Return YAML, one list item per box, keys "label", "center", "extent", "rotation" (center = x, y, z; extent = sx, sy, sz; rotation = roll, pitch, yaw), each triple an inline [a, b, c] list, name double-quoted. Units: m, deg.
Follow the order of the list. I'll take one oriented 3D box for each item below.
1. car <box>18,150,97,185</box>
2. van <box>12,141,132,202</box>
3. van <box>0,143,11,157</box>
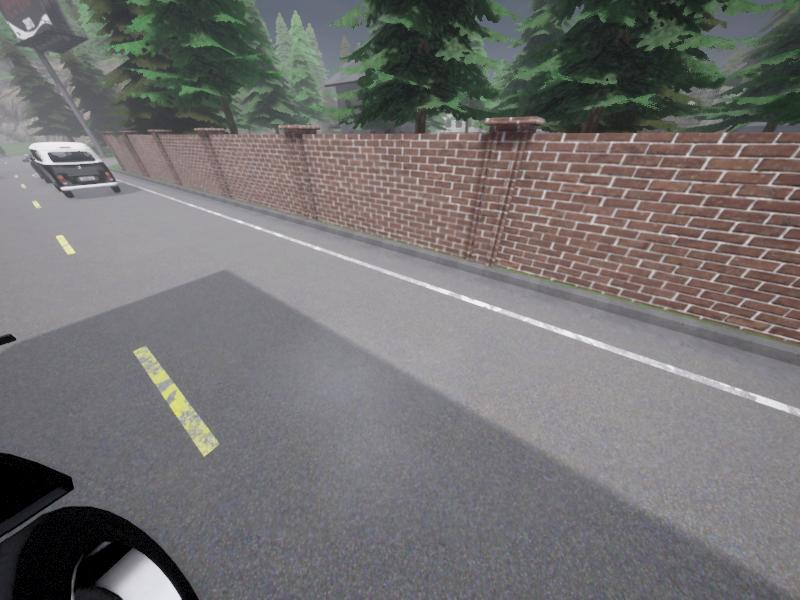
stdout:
- label: "car"
  center: [-20.943, -8.207, 14.125]
  extent: [4.892, 1.490, 1.837]
  rotation: [22, 40, 27]
- label: "van"
  center: [-15.178, -6.130, 10.741]
  extent: [4.480, 2.038, 2.069]
  rotation: [22, 40, 27]
- label: "van"
  center: [-54.181, -19.815, 29.946]
  extent: [4.442, 1.987, 1.775]
  rotation: [10, 36, 13]
